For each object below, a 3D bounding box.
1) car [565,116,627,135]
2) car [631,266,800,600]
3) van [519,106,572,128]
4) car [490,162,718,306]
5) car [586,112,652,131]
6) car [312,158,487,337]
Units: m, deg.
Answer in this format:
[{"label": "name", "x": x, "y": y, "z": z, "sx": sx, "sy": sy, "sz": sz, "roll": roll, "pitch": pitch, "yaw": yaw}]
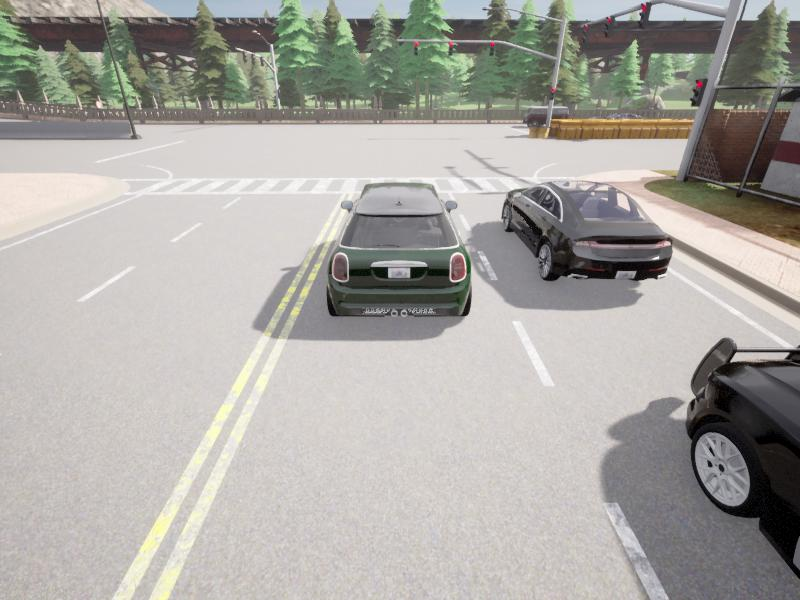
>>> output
[{"label": "car", "x": 16.946, "y": -15.213, "z": 34.767, "sx": 4.181, "sy": 1.385, "sz": 1.994, "roll": -1, "pitch": 27, "yaw": -2}, {"label": "car", "x": 3.501, "y": 1.620, "z": 1.671, "sx": 1.930, "sy": 1.638, "sz": 5.238, "roll": 0, "pitch": 27, "yaw": 0}, {"label": "van", "x": 14.744, "y": -18.653, "z": 40.793, "sx": 4.442, "sy": 1.987, "sz": 1.775, "roll": -1, "pitch": 27, "yaw": -2}, {"label": "car", "x": 3.489, "y": -1.690, "z": 8.263, "sx": 2.128, "sy": 1.511, "sz": 4.902, "roll": 0, "pitch": 27, "yaw": 0}, {"label": "car", "x": 20.691, "y": -16.932, "z": 37.961, "sx": 4.902, "sy": 1.511, "sz": 2.128, "roll": -1, "pitch": 27, "yaw": -2}, {"label": "car", "x": -0.013, "y": -1.314, "z": 7.219, "sx": 2.097, "sy": 1.767, "sz": 4.553, "roll": 0, "pitch": 27, "yaw": 0}]
